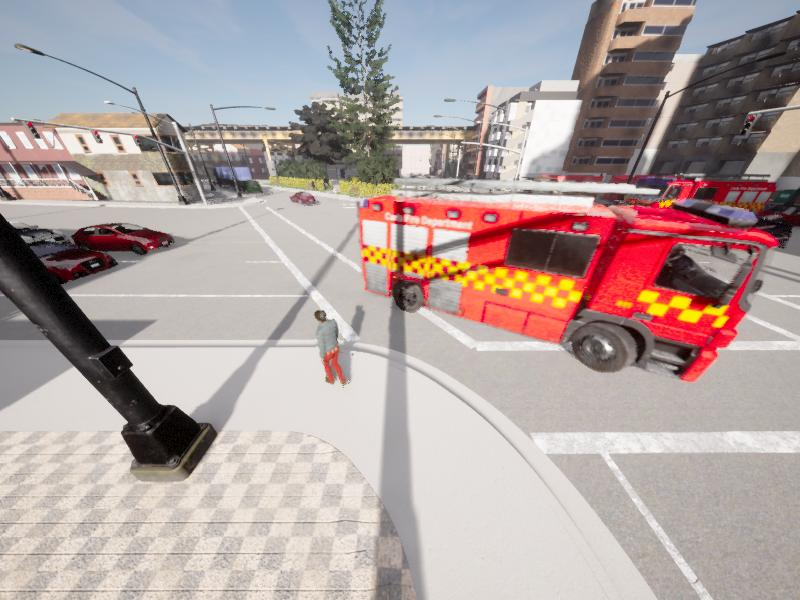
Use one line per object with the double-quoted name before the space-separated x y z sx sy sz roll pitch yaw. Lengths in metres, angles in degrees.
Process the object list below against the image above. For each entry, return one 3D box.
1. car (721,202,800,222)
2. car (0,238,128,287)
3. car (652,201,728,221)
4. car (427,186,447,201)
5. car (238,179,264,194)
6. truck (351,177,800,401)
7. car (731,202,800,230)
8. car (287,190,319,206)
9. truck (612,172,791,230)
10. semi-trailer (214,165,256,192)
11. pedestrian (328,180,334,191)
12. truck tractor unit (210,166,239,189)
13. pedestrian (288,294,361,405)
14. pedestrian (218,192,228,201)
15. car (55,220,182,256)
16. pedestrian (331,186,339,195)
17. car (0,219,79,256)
"car" 34.410 -8.438 22.082 4.181 1.385 1.994 0 30 -1
"car" -14.909 -1.637 9.684 4.181 1.385 1.994 0 30 0
"car" 27.438 -8.486 21.979 4.181 1.385 1.994 1 30 0
"car" 5.324 -15.635 33.769 2.152 1.651 5.027 0 30 1
"car" -27.252 -20.738 42.219 5.566 2.045 2.150 27 40 37
"truck" 3.006 -1.257 6.676 8.468 3.827 2.891 16 33 25
"car" 31.272 -6.902 18.910 4.553 1.767 2.097 1 30 -1
"car" -12.432 -13.067 29.487 1.812 1.442 4.674 -25 38 -37
"truck" 23.136 -7.864 18.354 8.468 3.827 2.891 0 30 -1
"semi-trailer" -34.234 -25.233 47.597 14.254 4.402 2.717 26 39 38
"pedestrian" -13.161 -22.008 44.226 0.751 1.860 0.751 2 30 3
"truck tractor unit" -39.859 -27.923 52.475 6.516 4.208 3.053 27 39 38
"pedestrian" -1.370 0.960 4.440 0.751 1.860 0.751 20 36 31
"pedestrian" -23.144 -13.536 30.206 0.500 1.100 0.500 17 34 27
"car" -15.142 -3.436 12.690 4.193 1.474 1.816 0 30 0
"pedestrian" -10.552 -17.779 37.459 0.751 1.300 0.751 -23 37 -34
"car" -21.198 -3.455 12.659 3.806 1.475 1.970 0 30 0
